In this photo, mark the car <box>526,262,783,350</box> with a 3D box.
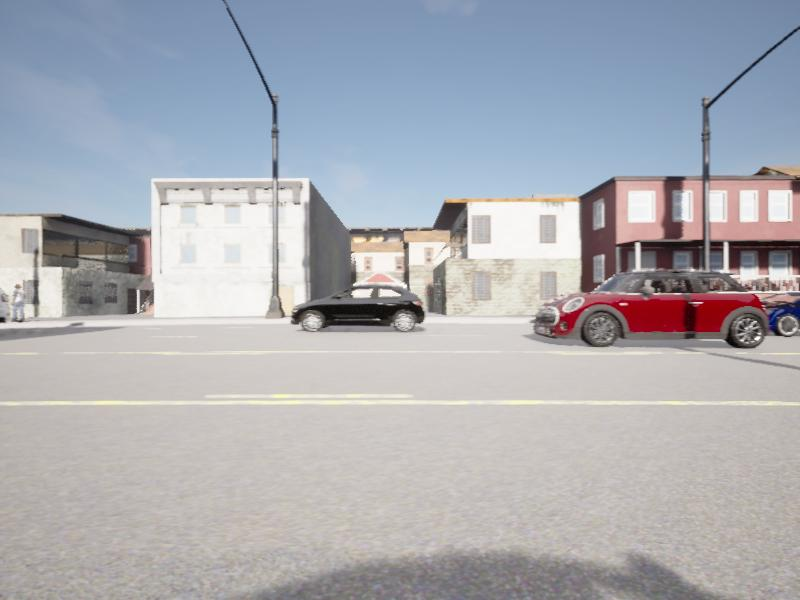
[{"bbox_3d":[5.522,0.118,9.202,4.553,1.767,2.097,0,0,0],"label":"car"}]

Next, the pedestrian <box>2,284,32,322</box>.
[{"bbox_3d":[-18.843,0.143,19.689,0.751,1.860,0.751,0,0,7],"label":"pedestrian"}]

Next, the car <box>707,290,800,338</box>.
[{"bbox_3d":[12.622,0.434,12.703,4.181,1.385,1.994,1,0,0],"label":"car"}]

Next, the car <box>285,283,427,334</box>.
[{"bbox_3d":[-1.298,0.255,12.698,4.193,1.474,1.816,0,0,0],"label":"car"}]

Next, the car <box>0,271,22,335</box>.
[{"bbox_3d":[-15.466,0.151,12.447,5.566,2.045,2.150,-1,0,3],"label":"car"}]
